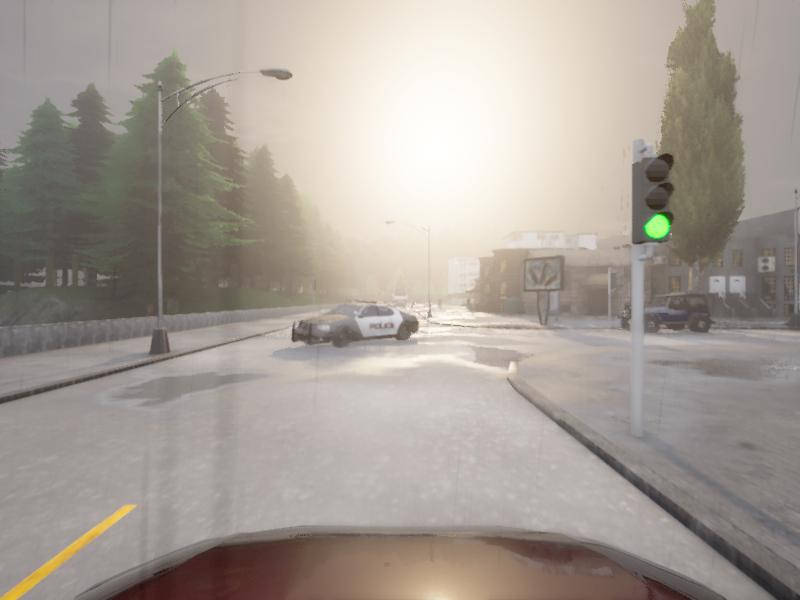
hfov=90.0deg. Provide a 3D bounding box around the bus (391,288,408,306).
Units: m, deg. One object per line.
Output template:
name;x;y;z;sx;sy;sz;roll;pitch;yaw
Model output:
bus;-0.063;-0.720;97.530;3.944;4.253;10.273;0;0;0

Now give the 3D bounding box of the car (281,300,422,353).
car;-1.540;0.803;14.473;2.038;1.542;4.974;1;0;41

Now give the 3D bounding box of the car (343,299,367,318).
car;-4.028;0.720;36.388;1.851;1.617;3.988;0;0;0

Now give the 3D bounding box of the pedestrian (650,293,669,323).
pedestrian;16.277;0.478;25.105;0.751;1.860;0.751;0;0;5

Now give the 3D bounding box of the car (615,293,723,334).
car;12.692;0.610;19.063;3.866;1.878;1.905;0;0;0
